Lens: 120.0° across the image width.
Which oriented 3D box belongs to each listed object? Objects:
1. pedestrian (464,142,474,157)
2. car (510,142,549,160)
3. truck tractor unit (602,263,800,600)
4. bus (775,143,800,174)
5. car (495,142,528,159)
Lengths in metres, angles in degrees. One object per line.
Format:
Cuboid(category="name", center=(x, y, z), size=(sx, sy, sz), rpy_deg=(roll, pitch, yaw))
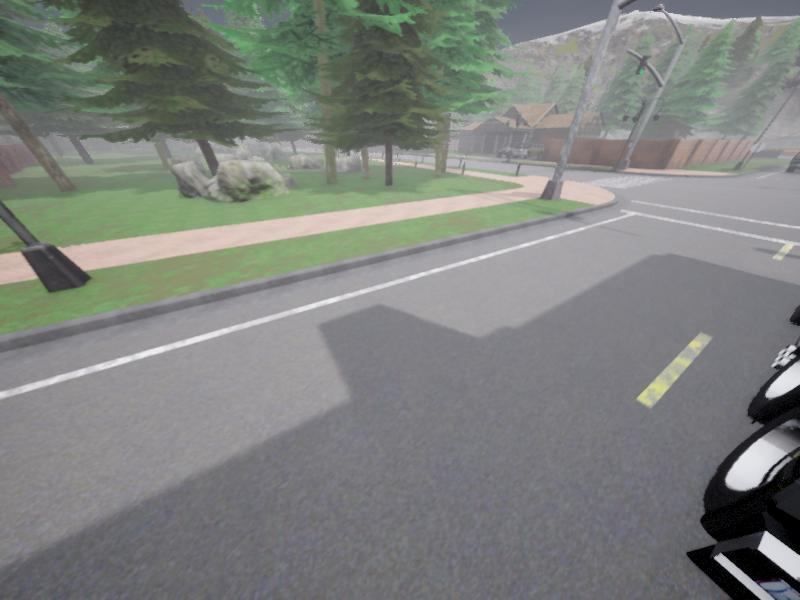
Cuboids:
Cuboid(category="pedestrian", center=(9.968, -21.654, 33.235), size=(0.751, 1.860, 0.751), rpy_deg=(-22, 41, -29))
Cuboid(category="car", center=(17.367, -19.970, 30.924), size=(4.605, 1.855, 1.932), rpy_deg=(-19, 39, -25))
Cuboid(category="truck tractor unit", center=(5.108, -0.303, 0.787), size=(6.516, 4.208, 3.053), rpy_deg=(-18, 39, -24))
Cuboid(category="bus", center=(38.836, -13.547, 20.050), size=(10.273, 4.253, 3.944), rpy_deg=(-18, 39, -24))
Cuboid(category="car", center=(15.728, -21.086, 32.517), size=(3.866, 1.878, 1.905), rpy_deg=(-19, 39, -25))
